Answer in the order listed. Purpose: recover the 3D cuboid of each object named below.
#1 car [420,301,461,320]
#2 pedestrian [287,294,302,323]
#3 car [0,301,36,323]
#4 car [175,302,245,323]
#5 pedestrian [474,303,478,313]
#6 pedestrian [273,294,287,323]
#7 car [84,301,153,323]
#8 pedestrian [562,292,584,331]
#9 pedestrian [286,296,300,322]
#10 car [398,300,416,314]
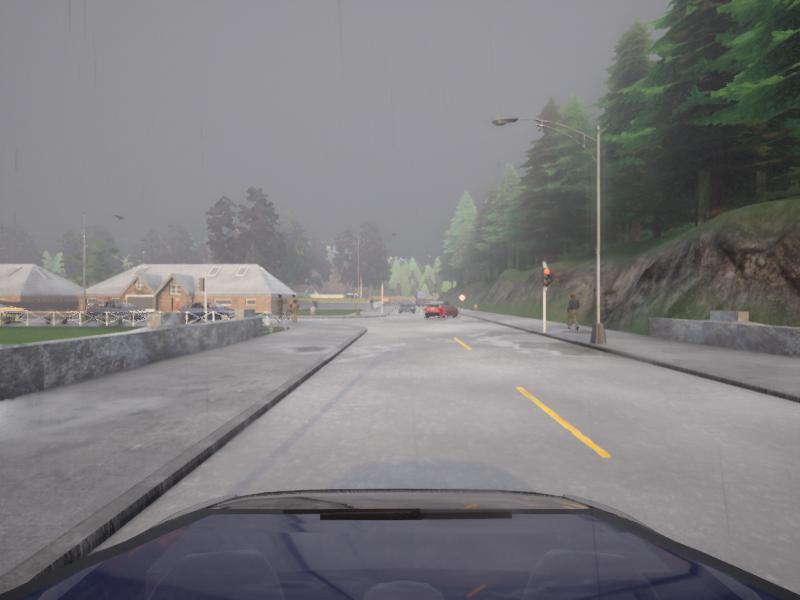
[{"bbox_3d":[3.637,0.831,35.074,2.007,1.525,4.514,0,0,27],"label":"car"},{"bbox_3d":[-6.859,0.518,26.081,0.751,1.860,0.751,0,0,-31],"label":"pedestrian"},{"bbox_3d":[-29.564,0.825,28.818,5.008,1.535,1.882,0,0,1],"label":"car"},{"bbox_3d":[-13.478,0.857,28.548,4.193,1.474,1.816,0,0,1],"label":"car"},{"bbox_3d":[8.746,0.917,45.989,0.500,1.100,0.500,0,0,7],"label":"pedestrian"},{"bbox_3d":[-7.741,0.518,25.812,0.751,1.860,0.751,0,0,-3],"label":"pedestrian"},{"bbox_3d":[-20.085,0.829,28.658,3.633,1.501,1.845,0,0,1],"label":"car"},{"bbox_3d":[8.339,0.535,19.340,0.751,1.860,0.751,0,0,2],"label":"pedestrian"},{"bbox_3d":[-7.849,0.640,29.359,0.751,1.860,0.751,0,0,12],"label":"pedestrian"},{"bbox_3d":[0.835,0.832,48.041,2.038,1.542,4.974,0,0,1],"label":"car"}]
